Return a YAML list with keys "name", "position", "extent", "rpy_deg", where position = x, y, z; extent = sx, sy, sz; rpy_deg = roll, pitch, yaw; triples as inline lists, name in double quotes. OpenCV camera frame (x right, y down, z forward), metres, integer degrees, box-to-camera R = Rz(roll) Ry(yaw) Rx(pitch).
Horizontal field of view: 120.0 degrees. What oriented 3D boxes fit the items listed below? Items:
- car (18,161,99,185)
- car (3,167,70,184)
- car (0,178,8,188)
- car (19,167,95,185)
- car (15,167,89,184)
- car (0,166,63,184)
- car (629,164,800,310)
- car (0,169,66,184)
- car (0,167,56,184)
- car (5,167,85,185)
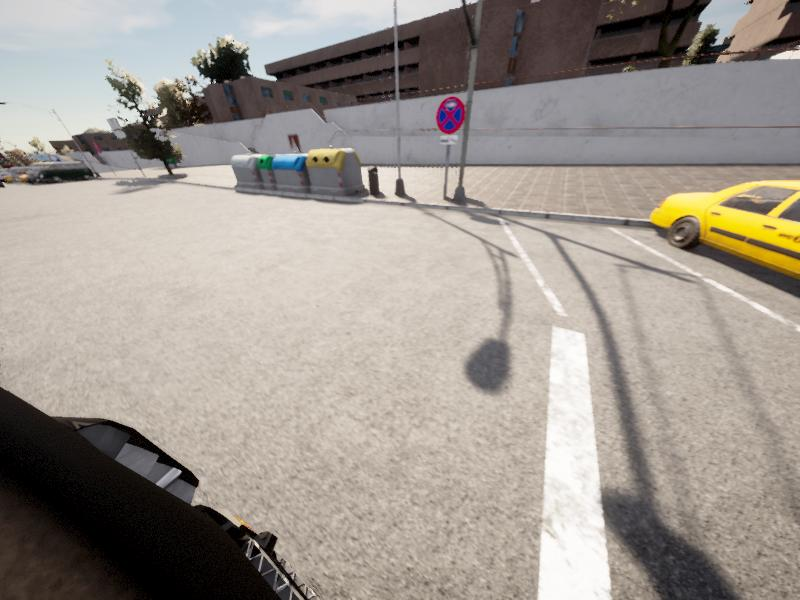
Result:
- name: "car"
  position: [-38.380, -14.484, 26.221]
  extent: [1.878, 1.987, 4.442]
  rpy_deg: [3, 33, 10]
- name: "car"
  position: [-53.793, -18.623, 34.377]
  extent: [2.185, 1.767, 4.553]
  rpy_deg: [3, 33, 10]
- name: "car"
  position: [-44.425, -12.789, 24.671]
  extent: [3.633, 1.501, 1.845]
  rpy_deg: [15, 38, 27]
- name: "car"
  position: [-40.927, -15.012, 27.789]
  extent: [2.002, 1.452, 4.674]
  rpy_deg: [3, 33, 10]
- name: "car"
  position: [-43.494, -15.705, 29.122]
  extent: [2.002, 1.452, 4.674]
  rpy_deg: [3, 33, 10]
- name: "car"
  position: [-56.396, -19.319, 35.531]
  extent: [1.878, 1.987, 4.442]
  rpy_deg: [3, 33, 10]
- name: "car"
  position: [6.862, -1.063, 3.651]
  extent: [1.946, 1.575, 5.366]
  rpy_deg: [4, 34, 9]
- name: "car"
  position: [-58.915, -19.984, 37.231]
  extent: [1.946, 1.575, 5.366]
  rpy_deg: [3, 33, 10]
- name: "car"
  position: [-66.675, -22.171, 40.961]
  extent: [2.435, 2.045, 5.566]
  rpy_deg: [3, 33, 10]
- name: "car"
  position: [-46.102, -16.332, 30.274]
  extent: [1.946, 1.575, 5.366]
  rpy_deg: [3, 33, 10]
